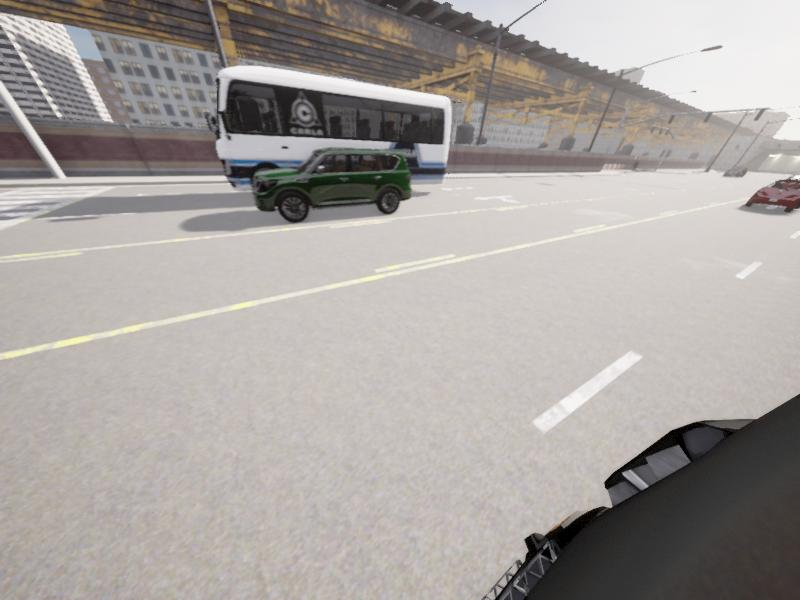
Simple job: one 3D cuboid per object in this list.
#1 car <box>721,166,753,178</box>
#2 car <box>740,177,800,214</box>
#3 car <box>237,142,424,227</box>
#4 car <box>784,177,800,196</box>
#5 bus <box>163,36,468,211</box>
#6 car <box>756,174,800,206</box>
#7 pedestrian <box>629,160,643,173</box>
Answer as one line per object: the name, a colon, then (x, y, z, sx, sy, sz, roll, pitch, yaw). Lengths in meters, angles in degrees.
car: (61.375, -23.375, 42.061, 4.856, 1.649, 2.033, -15, 38, -25)
car: (22.371, -6.179, 13.490, 3.633, 1.501, 1.845, -15, 38, -25)
car: (-2.170, -4.222, 8.237, 5.566, 2.045, 2.150, -15, 38, -25)
car: (37.343, -10.202, 20.659, 4.902, 1.511, 2.128, -15, 38, -25)
bus: (-2.550, -7.164, 10.621, 10.273, 4.253, 3.944, -15, 38, -25)
car: (27.780, -7.693, 16.039, 4.611, 1.667, 2.242, -15, 38, -25)
pedestrian: (38.379, -21.693, 37.564, 0.751, 1.860, 0.751, -14, 37, -24)
